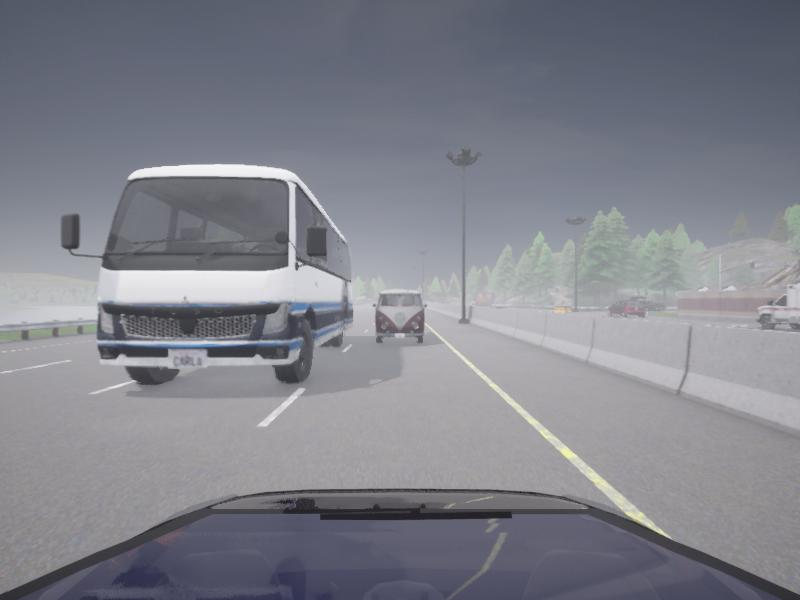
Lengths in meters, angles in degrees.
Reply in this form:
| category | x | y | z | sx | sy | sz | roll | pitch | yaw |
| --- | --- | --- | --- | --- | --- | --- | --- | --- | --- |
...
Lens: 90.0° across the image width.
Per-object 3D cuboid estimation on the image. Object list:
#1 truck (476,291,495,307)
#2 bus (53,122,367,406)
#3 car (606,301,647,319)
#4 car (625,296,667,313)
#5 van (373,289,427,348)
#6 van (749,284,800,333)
| category | x | y | z | sx | sy | sz | roll | pitch | yaw |
| --- | --- | --- | --- | --- | --- | --- | --- | --- | --- |
| truck | 20.997 | -0.171 | 98.250 | 2.891 | 3.827 | 8.468 | 0 | 0 | 0 |
| bus | -3.265 | -0.514 | 11.146 | 3.944 | 4.253 | 10.273 | 0 | 0 | -1 |
| car | 20.997 | 0.873 | 37.275 | 1.789 | 1.549 | 3.705 | 0 | 0 | 0 |
| car | 29.470 | 0.548 | 47.942 | 3.866 | 1.878 | 1.905 | -2 | 0 | -3 |
| van | -0.001 | 0.625 | 15.584 | 1.775 | 1.987 | 4.442 | 0 | 0 | 0 |
| van | 20.999 | 0.409 | 19.515 | 2.351 | 2.431 | 6.366 | 0 | 0 | 0 |
